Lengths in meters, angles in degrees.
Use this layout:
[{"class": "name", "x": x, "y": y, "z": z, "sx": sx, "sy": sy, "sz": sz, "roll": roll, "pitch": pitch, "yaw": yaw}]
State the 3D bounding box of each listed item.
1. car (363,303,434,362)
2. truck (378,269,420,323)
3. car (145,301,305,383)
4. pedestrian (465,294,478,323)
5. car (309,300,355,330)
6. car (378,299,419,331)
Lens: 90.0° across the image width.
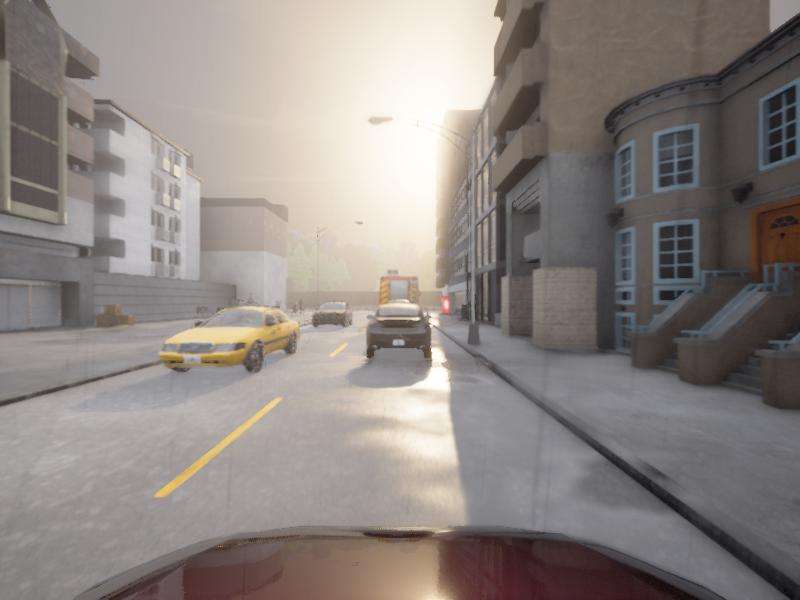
[{"class": "car", "x": -0.030, "y": 0.860, "z": 12.779, "sx": 1.837, "sy": 1.490, "sz": 4.892, "roll": 0, "pitch": 0, "yaw": 0}, {"class": "truck", "x": -0.068, "y": -0.282, "z": 32.267, "sx": 2.891, "sy": 3.827, "sz": 8.468, "roll": 0, "pitch": 0, "yaw": 0}, {"class": "car", "x": -4.001, "y": 0.814, "z": 10.379, "sx": 1.801, "sy": 1.575, "sz": 5.366, "roll": 0, "pitch": 0, "yaw": 0}, {"class": "pedestrian", "x": 4.602, "y": 0.564, "z": 25.929, "sx": 0.751, "sy": 1.860, "sz": 0.751, "roll": 0, "pitch": 0, "yaw": 4}, {"class": "car", "x": -4.031, "y": 0.800, "z": 24.556, "sx": 1.930, "sy": 1.638, "sz": 5.238, "roll": 0, "pitch": 0, "yaw": 0}, {"class": "car", "x": -0.054, "y": 0.807, "z": 23.518, "sx": 2.152, "sy": 1.651, "sz": 5.027, "roll": 0, "pitch": 0, "yaw": 0}]
